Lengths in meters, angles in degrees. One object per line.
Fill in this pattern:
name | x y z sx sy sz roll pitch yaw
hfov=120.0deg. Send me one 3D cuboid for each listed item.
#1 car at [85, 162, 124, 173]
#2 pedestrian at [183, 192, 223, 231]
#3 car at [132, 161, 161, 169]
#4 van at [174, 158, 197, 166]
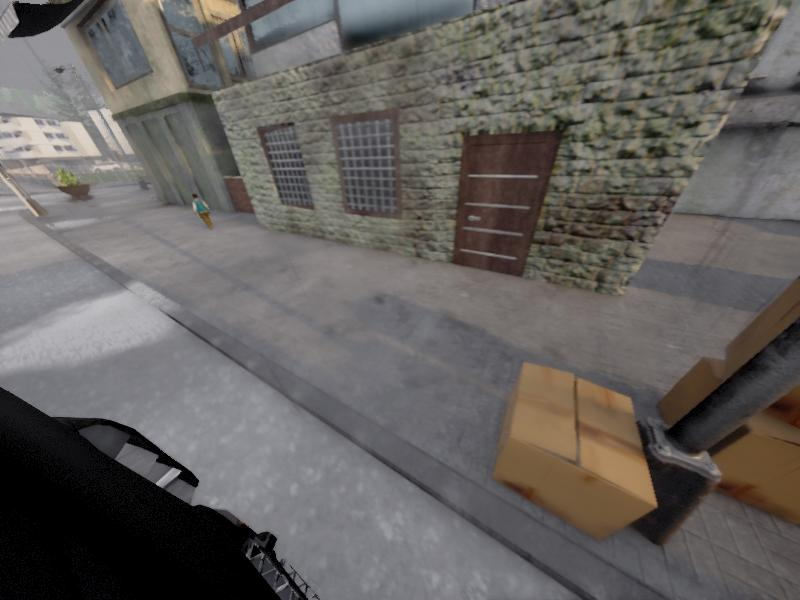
car | -77.006 -34.738 60.295 2.150 2.045 5.566 16 38 26
pedestrian | -6.471 -2.914 7.622 0.500 1.100 0.500 21 40 31
car | -72.706 -38.731 66.399 1.930 1.638 5.238 16 38 26
van | -67.822 -43.611 73.123 1.775 1.987 4.442 16 38 26
